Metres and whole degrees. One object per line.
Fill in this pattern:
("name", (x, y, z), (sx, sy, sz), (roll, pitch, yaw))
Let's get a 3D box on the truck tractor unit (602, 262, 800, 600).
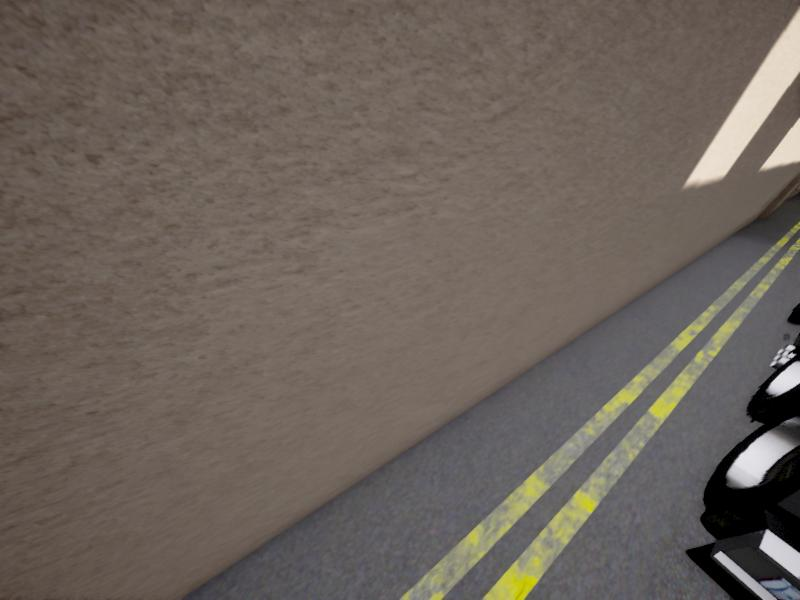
("truck tractor unit", (5.115, -0.293, 0.788), (6.516, 4.208, 3.053), (-18, 39, -24))
